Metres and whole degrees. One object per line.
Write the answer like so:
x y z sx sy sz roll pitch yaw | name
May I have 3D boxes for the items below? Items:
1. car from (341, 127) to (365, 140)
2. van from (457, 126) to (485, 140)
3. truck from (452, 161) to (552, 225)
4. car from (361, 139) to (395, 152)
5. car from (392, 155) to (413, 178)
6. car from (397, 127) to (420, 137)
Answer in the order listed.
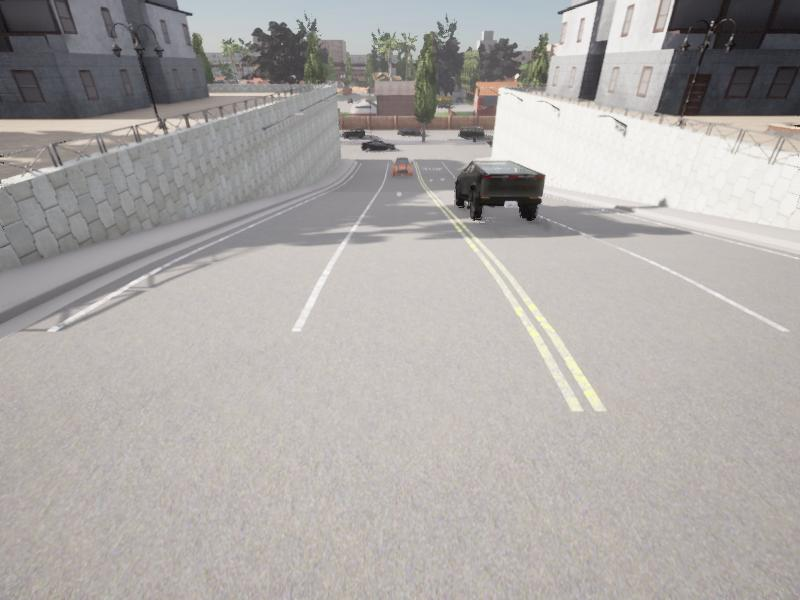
-8.085 -28.945 69.482 3.866 1.878 1.905 0 30 0 | car
12.309 -29.056 69.481 4.442 1.987 1.775 0 30 0 | van
3.769 -4.594 16.375 2.390 2.098 6.274 0 19 0 | truck
-3.264 -23.006 59.647 5.008 1.535 1.882 0 30 0 | car
0.241 -14.062 42.073 2.097 1.767 4.553 -1 25 0 | car
1.566 -30.529 72.640 4.181 1.385 1.994 0 30 0 | car
